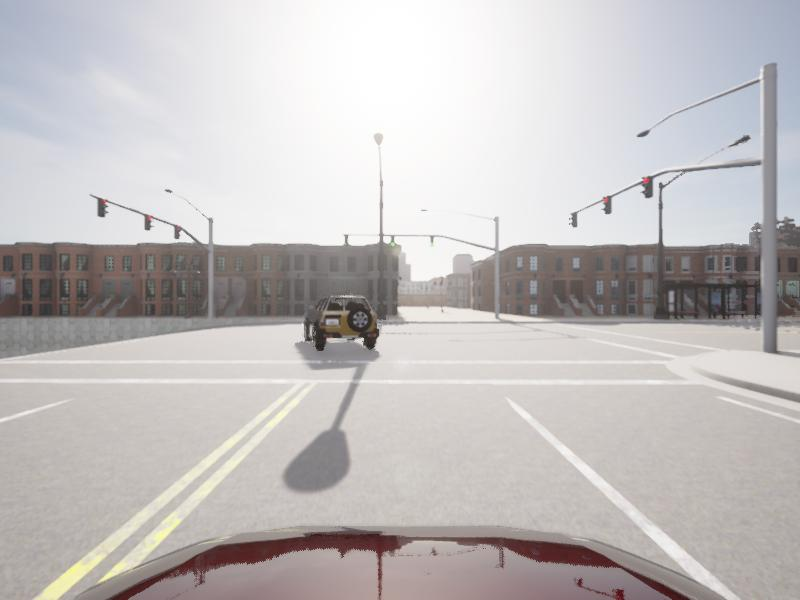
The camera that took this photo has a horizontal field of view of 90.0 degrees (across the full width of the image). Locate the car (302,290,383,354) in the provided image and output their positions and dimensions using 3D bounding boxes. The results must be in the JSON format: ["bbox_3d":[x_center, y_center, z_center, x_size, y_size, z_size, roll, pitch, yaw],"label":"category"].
[{"bbox_3d":[-2.202,0.668,14.110,1.932,1.855,4.605,1,-1,-19],"label":"car"}]
